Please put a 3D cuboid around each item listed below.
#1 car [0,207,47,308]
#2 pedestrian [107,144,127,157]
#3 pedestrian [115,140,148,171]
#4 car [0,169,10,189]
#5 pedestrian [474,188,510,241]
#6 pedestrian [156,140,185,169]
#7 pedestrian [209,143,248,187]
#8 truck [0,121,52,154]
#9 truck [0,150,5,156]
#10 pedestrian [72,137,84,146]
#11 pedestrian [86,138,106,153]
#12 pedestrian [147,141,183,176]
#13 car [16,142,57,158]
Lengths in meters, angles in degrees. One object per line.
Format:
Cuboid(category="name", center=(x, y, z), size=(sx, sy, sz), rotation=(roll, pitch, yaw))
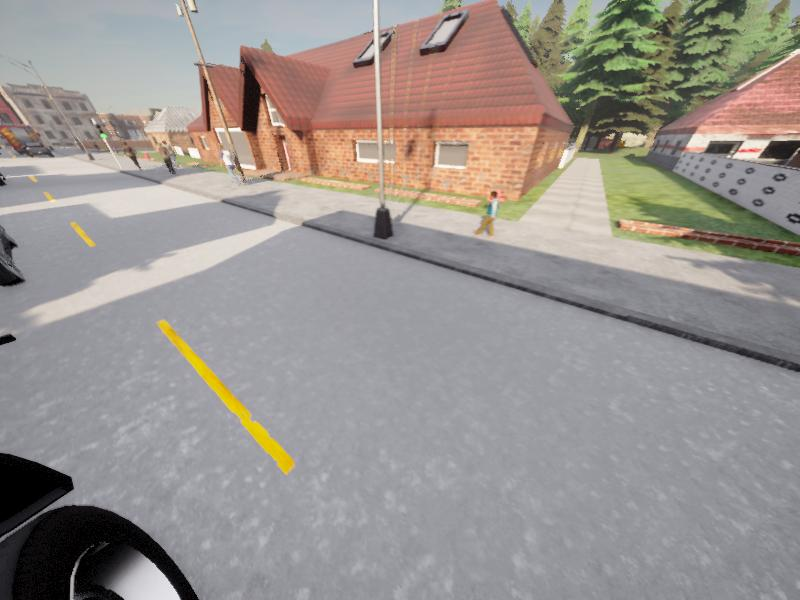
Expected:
Cuboid(category="car", center=(-8.753, -1.037, 4.003), size=(4.902, 1.511, 2.128), rotation=(22, 41, 28))
Cuboid(category="pedestrian", center=(-34.218, -18.062, 27.923), size=(0.751, 1.300, 0.751), rotation=(8, 36, 10))
Cuboid(category="pedestrian", center=(-19.815, -10.688, 17.087), size=(0.751, 1.860, 0.751), rotation=(24, 42, 30))
Cuboid(category="car", center=(-22.829, -6.963, 11.975), size=(4.605, 1.855, 1.932), rotation=(24, 41, 28))
Cuboid(category="pedestrian", center=(2.285, -2.130, 5.776), size=(0.500, 1.100, 0.500), rotation=(22, 41, 28))
Cuboid(category="pedestrian", center=(-18.115, -11.498, 18.250), size=(0.751, 1.860, 0.751), rotation=(23, 41, 29))
Cuboid(category="pedestrian", center=(-8.654, -6.865, 11.750), size=(0.751, 1.860, 0.751), rotation=(18, 39, 24))
Cuboid(category="truck", center=(-56.612, -24.284, 34.604), size=(8.468, 3.827, 2.891), rotation=(22, 41, 28))
Cuboid(category="truck", center=(-54.671, -20.115, 29.884), size=(5.204, 2.467, 2.627), rotation=(22, 41, 28))
Cuboid(category="pedestrian", center=(-75.986, -37.394, 54.541), size=(0.751, 1.860, 0.751), rotation=(22, 41, 28))
Cuboid(category="pedestrian", center=(-44.329, -22.520, 33.684), size=(0.751, 1.860, 0.751), rotation=(13, 37, 17))
Cuboid(category="pedestrian", center=(-15.198, -9.187, 14.994), size=(0.751, 1.860, 0.751), rotation=(21, 40, 26))
Cuboid(category="car", center=(-45.895, -18.967, 29.157), size=(4.902, 1.511, 2.128), rotation=(22, 41, 28))
